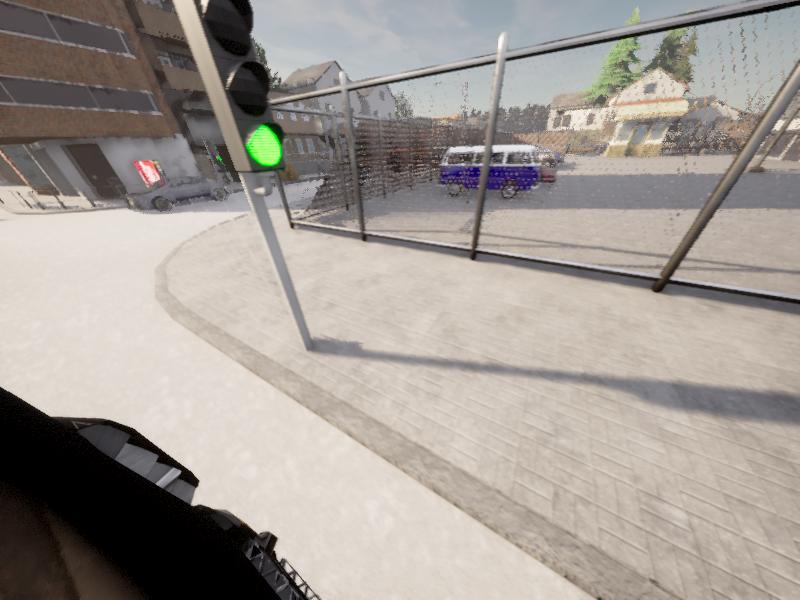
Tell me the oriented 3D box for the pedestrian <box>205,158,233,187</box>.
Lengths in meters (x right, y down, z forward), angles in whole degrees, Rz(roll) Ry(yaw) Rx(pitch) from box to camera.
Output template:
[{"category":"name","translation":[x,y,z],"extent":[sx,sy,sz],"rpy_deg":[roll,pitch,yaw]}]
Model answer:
[{"category":"pedestrian","translation":[-13.747,-9.646,17.561],"extent":[0.751,1.860,0.751],"rpy_deg":[9,35,17]}]

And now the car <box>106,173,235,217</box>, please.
[{"category":"car","translation":[-11.524,-5.642,12.045],"extent":[1.994,1.385,4.181],"rpy_deg":[14,37,23]}]

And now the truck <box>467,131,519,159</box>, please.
[{"category":"truck","translation":[16.403,-27.421,40.832],"extent":[8.468,3.827,2.891],"rpy_deg":[-17,36,-21]}]

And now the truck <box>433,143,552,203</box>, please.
[{"category":"truck","translation":[4.070,-5.934,10.683],"extent":[4.478,2.038,2.069],"rpy_deg":[16,38,26]}]

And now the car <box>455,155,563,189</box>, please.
[{"category":"car","translation":[6.210,-7.586,13.600],"extent":[5.357,1.415,2.033],"rpy_deg":[16,38,26]}]

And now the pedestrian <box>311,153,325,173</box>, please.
[{"category":"pedestrian","translation":[-9.088,-15.168,25.608],"extent":[0.751,1.860,0.751],"rpy_deg":[17,38,27]}]

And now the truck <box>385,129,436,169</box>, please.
[{"category":"truck","translation":[1.658,-19.981,30.597],"extent":[2.891,3.827,8.468],"rpy_deg":[16,38,26]}]

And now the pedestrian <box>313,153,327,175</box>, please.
[{"category":"pedestrian","translation":[-8.168,-13.829,23.520],"extent":[0.751,1.860,0.751],"rpy_deg":[-25,40,-30]}]
